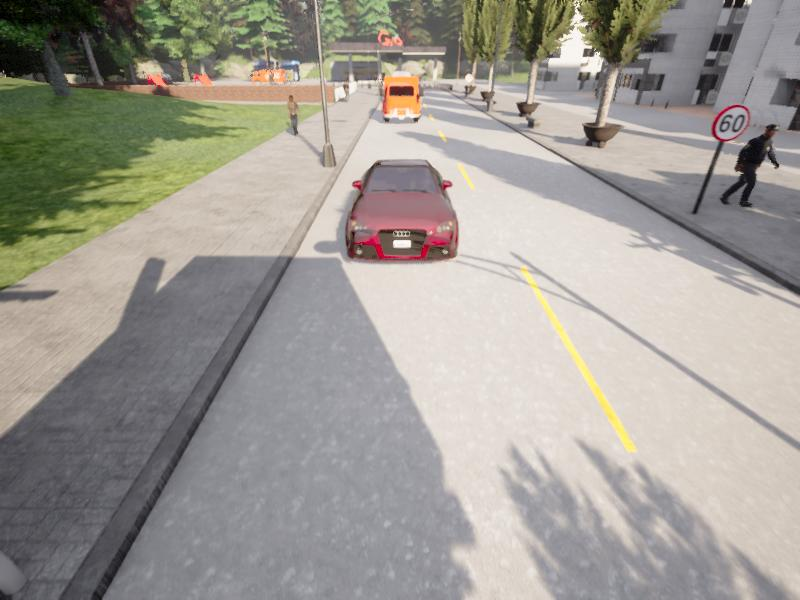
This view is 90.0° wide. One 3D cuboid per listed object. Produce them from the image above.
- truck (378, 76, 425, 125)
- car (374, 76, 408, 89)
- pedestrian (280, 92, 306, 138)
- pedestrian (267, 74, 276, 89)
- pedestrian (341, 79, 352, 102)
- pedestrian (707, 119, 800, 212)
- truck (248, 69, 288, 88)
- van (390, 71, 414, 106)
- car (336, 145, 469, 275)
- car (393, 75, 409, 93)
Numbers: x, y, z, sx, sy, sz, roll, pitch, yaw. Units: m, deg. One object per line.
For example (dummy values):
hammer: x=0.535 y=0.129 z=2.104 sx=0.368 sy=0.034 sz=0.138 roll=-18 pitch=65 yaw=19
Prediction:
truck: x=0.090 y=-12.554 z=24.952 sx=2.627 sy=2.467 sz=5.204 roll=0 pitch=30 yaw=0
car: x=-1.436 y=-33.627 z=61.802 sx=4.974 sy=1.542 sz=2.038 roll=22 pitch=37 yaw=33
pedestrian: x=-4.852 y=-8.450 z=18.291 sx=0.751 sy=1.860 sz=0.751 roll=1 pitch=30 yaw=1
pedestrian: x=-17.917 y=-30.422 z=55.754 sx=0.751 sy=1.860 sz=0.751 roll=0 pitch=30 yaw=0
pedestrian: x=-4.810 y=-18.946 z=36.187 sx=0.751 sy=1.860 sz=0.751 roll=1 pitch=30 yaw=2
pedestrian: x=7.960 y=-3.036 z=9.063 sx=0.751 sy=1.860 sz=0.751 roll=-6 pitch=31 yaw=-10
truck: x=-20.922 y=-35.217 z=63.577 sx=5.204 sy=2.467 sz=2.627 roll=0 pitch=30 yaw=0
van: x=0.144 y=-19.268 z=36.323 sx=1.988 sy=2.561 sz=5.915 roll=0 pitch=30 yaw=0
car: x=0.040 y=-2.080 z=8.171 sx=1.994 sy=1.385 sz=4.181 roll=0 pitch=30 yaw=0
car: x=0.056 y=-27.752 z=51.426 sx=1.905 sy=1.878 sz=3.866 roll=-1 pitch=30 yaw=-2
